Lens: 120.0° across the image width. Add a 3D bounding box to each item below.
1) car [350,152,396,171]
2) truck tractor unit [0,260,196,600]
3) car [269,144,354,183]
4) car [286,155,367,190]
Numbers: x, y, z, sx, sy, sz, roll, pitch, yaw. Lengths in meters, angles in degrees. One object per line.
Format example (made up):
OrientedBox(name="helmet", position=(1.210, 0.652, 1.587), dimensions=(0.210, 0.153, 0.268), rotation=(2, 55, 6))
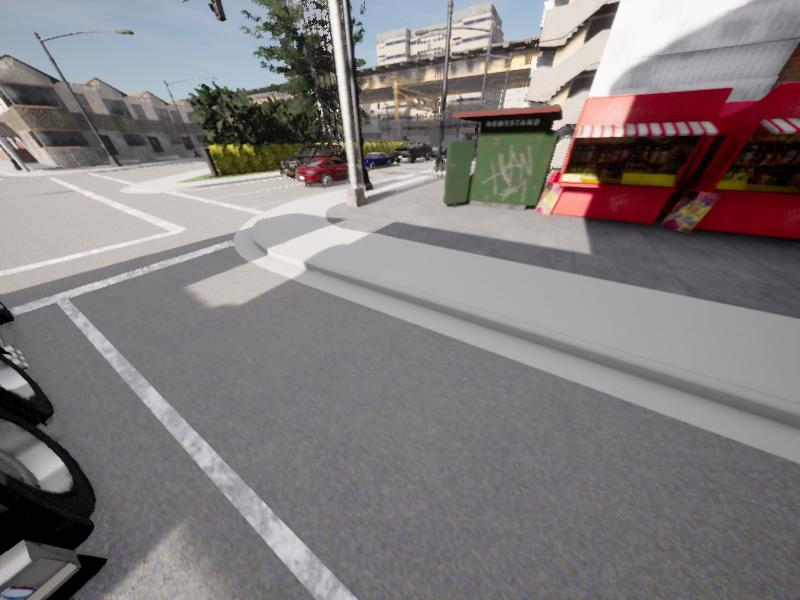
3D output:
OrientedBox(name="car", position=(-2.482, -13.653, 22.596), dimensions=(1.895, 1.301, 4.718), rotation=(18, 39, 25))
OrientedBox(name="truck tractor unit", position=(-5.108, -0.302, 0.794), dimensions=(6.516, 4.208, 3.053), rotation=(18, 39, 25))
OrientedBox(name="car", position=(-6.209, -10.336, 17.209), dimensions=(2.150, 2.045, 5.566), rotation=(18, 39, 25))
OrientedBox(name="car", position=(-4.299, -8.087, 14.430), dimensions=(1.812, 1.442, 4.674), rotation=(19, 39, 26))
